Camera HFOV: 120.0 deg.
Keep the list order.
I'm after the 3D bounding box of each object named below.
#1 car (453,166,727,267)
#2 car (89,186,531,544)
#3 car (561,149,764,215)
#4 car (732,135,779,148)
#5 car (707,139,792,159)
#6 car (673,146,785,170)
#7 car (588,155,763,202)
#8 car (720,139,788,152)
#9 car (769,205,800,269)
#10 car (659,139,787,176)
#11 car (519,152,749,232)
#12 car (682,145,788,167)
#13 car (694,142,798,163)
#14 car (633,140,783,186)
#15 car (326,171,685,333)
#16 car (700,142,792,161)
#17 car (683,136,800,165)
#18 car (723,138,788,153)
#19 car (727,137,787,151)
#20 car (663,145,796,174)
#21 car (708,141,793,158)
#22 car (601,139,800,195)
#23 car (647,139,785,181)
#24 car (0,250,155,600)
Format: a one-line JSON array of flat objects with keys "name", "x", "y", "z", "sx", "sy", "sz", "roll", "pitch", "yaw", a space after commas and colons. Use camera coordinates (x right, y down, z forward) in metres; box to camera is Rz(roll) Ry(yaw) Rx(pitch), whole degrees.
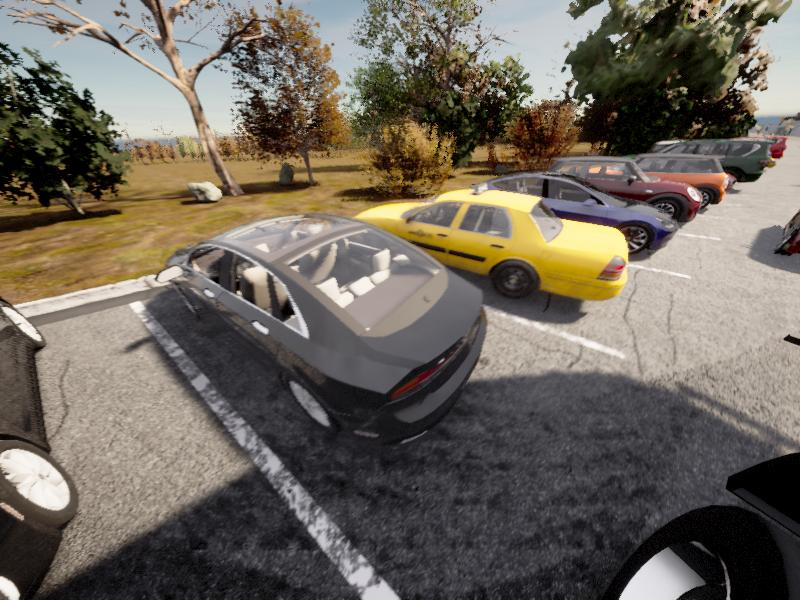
[{"name": "car", "x": 4.174, "y": -2.549, "z": 6.189, "sx": 4.792, "sy": 1.488, "sz": 2.163, "roll": 21, "pitch": 40, "yaw": 29}, {"name": "car", "x": -1.404, "y": -0.299, "z": 3.019, "sx": 4.892, "sy": 1.521, "sz": 2.231, "roll": 21, "pitch": 41, "yaw": 29}, {"name": "car", "x": 9.383, "y": -4.809, "z": 9.060, "sx": 4.553, "sy": 1.767, "sz": 2.185, "roll": 21, "pitch": 41, "yaw": 29}, {"name": "car", "x": 71.245, "y": -31.829, "z": 46.454, "sx": 4.442, "sy": 1.987, "sz": 1.878, "roll": 17, "pitch": 38, "yaw": 25}, {"name": "car", "x": 38.547, "y": -16.841, "z": 25.767, "sx": 4.553, "sy": 1.767, "sz": 2.185, "roll": 21, "pitch": 40, "yaw": 28}, {"name": "car", "x": 26.380, "y": -11.705, "z": 18.902, "sx": 4.792, "sy": 1.488, "sz": 2.163, "roll": 21, "pitch": 41, "yaw": 29}, {"name": "car", "x": 11.798, "y": -5.686, "z": 10.563, "sx": 4.674, "sy": 1.452, "sz": 2.002, "roll": 21, "pitch": 40, "yaw": 29}, {"name": "car", "x": 54.945, "y": -24.075, "z": 36.046, "sx": 5.366, "sy": 1.575, "sz": 1.946, "roll": 19, "pitch": 40, "yaw": 27}, {"name": "car", "x": 10.243, "y": -1.610, "z": 4.882, "sx": 4.181, "sy": 1.385, "sz": 1.994, "roll": -22, "pitch": 41, "yaw": -28}, {"name": "car", "x": 21.632, "y": -9.872, "z": 15.914, "sx": 4.442, "sy": 1.987, "sz": 1.878, "roll": 21, "pitch": 40, "yaw": 29}, {"name": "car", "x": 6.900, "y": -3.832, "z": 7.708, "sx": 4.553, "sy": 1.767, "sz": 2.185, "roll": 21, "pitch": 40, "yaw": 29}, {"name": "car", "x": 28.866, "y": -12.691, "z": 20.269, "sx": 4.792, "sy": 1.488, "sz": 2.163, "roll": 21, "pitch": 40, "yaw": 29}, {"name": "car", "x": 33.852, "y": -14.675, "z": 22.962, "sx": 5.366, "sy": 1.575, "sz": 1.946, "roll": 21, "pitch": 40, "yaw": 28}, {"name": "car", "x": 16.762, "y": -7.868, "z": 13.132, "sx": 4.442, "sy": 1.987, "sz": 1.878, "roll": 21, "pitch": 40, "yaw": 29}, {"name": "car", "x": 1.215, "y": -1.500, "z": 4.686, "sx": 5.366, "sy": 1.575, "sz": 1.946, "roll": 21, "pitch": 41, "yaw": 29}, {"name": "car", "x": 36.118, "y": -15.732, "z": 24.444, "sx": 4.892, "sy": 1.521, "sz": 2.231, "roll": 21, "pitch": 40, "yaw": 28}, {"name": "car", "x": 31.243, "y": -13.939, "z": 21.523, "sx": 5.566, "sy": 2.045, "sz": 2.435, "roll": 21, "pitch": 41, "yaw": 28}, {"name": "car", "x": 52.742, "y": -23.072, "z": 34.435, "sx": 4.553, "sy": 1.767, "sz": 2.185, "roll": 19, "pitch": 39, "yaw": 27}, {"name": "car", "x": 57.453, "y": -25.183, "z": 37.370, "sx": 4.553, "sy": 1.767, "sz": 2.185, "roll": 19, "pitch": 39, "yaw": 26}, {"name": "car", "x": 24.126, "y": -10.666, "z": 17.395, "sx": 5.366, "sy": 1.575, "sz": 1.946, "roll": 21, "pitch": 40, "yaw": 29}, {"name": "car", "x": 40.930, "y": -17.761, "z": 27.261, "sx": 5.008, "sy": 1.535, "sz": 2.097, "roll": 20, "pitch": 40, "yaw": 28}, {"name": "car", "x": 14.204, "y": -6.932, "z": 11.796, "sx": 5.566, "sy": 2.045, "sz": 2.435, "roll": 21, "pitch": 41, "yaw": 29}, {"name": "car", "x": 19.196, "y": -8.870, "z": 14.523, "sx": 4.442, "sy": 1.987, "sz": 1.878, "roll": 21, "pitch": 40, "yaw": 29}, {"name": "car", "x": -4.191, "y": 0.833, "z": 1.445, "sx": 4.892, "sy": 1.521, "sz": 2.231, "roll": 21, "pitch": 40, "yaw": 29}]
